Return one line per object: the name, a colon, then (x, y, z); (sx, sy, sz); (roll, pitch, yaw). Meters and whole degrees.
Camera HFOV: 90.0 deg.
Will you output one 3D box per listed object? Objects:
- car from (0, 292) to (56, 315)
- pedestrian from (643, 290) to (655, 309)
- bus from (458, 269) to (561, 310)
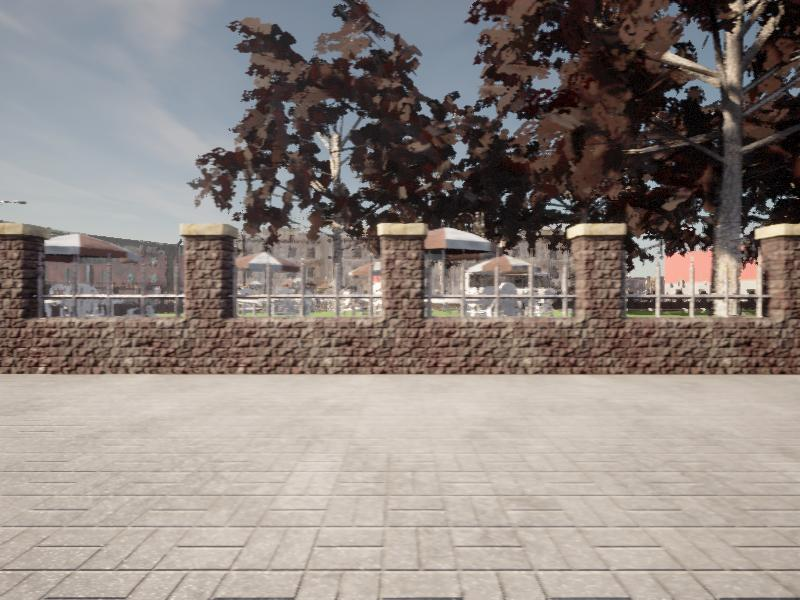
car: (-26.825, 0.218, 27.726); (2.007, 1.525, 4.514); (0, 0, 0)
pedestrian: (24.486, -0.058, 39.347); (0.751, 1.860, 0.751); (0, 0, 1)
bus: (11.850, -1.133, 44.092); (10.273, 4.253, 3.944); (0, 0, 0)
